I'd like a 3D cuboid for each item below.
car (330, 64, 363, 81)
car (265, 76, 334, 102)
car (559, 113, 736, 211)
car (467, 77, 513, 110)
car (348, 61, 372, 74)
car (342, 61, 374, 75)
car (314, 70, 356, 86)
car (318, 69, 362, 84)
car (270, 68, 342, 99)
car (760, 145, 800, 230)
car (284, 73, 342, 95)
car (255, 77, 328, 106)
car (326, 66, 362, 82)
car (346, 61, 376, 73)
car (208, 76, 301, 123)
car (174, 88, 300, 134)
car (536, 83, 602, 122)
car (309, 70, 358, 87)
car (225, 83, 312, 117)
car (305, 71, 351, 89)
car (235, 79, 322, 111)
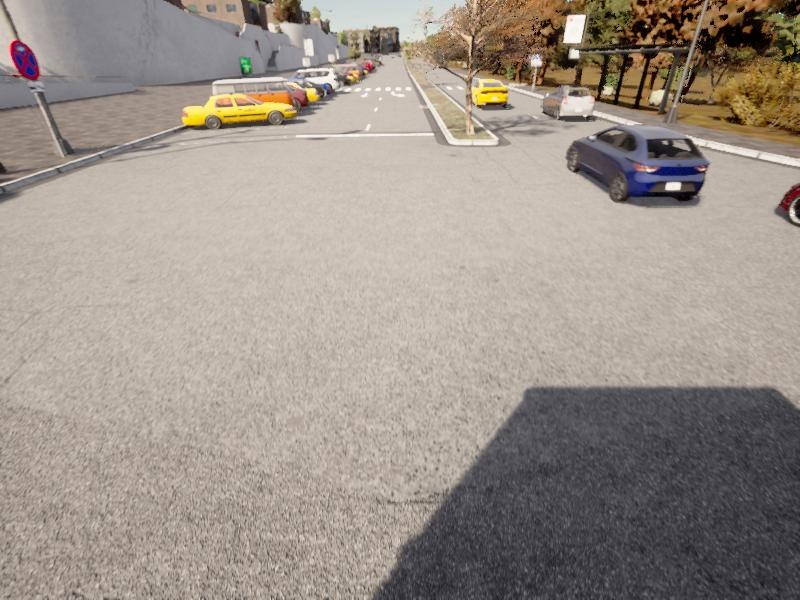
[{"bbox_3d":[-8.060,-34.467,60.533,4.442,1.987,1.878,-12,32,-16],"label":"car"},{"bbox_3d":[-8.140,-17.233,32.556,5.008,1.535,2.097,-12,33,-16],"label":"car"},{"bbox_3d":[5.812,-3.683,10.169,1.816,1.474,4.193,-1,32,0],"label":"car"},{"bbox_3d":[5.774,-13.690,26.389,1.882,1.535,5.008,-1,32,0],"label":"car"},{"bbox_3d":[-8.083,-47.000,80.848,4.442,1.987,1.878,-12,33,-16],"label":"car"},{"bbox_3d":[-8.215,-45.408,78.255,5.566,2.045,2.435,-12,34,-16],"label":"car"},{"bbox_3d":[-8.178,-28.035,50.401,4.792,1.488,2.163,-12,33,-16],"label":"car"},{"bbox_3d":[-7.981,-29.649,53.003,5.366,1.575,1.946,-12,32,-16],"label":"car"},{"bbox_3d":[-8.169,-18.992,34.955,5.566,2.045,2.435,-12,33,-16],"label":"car"},{"bbox_3d":[8.829,-1.390,6.545,1.994,1.385,4.181,0,32,0],"label":"car"},{"bbox_3d":[-8.149,-20.339,37.650,4.892,1.521,2.231,-12,33,-16],"label":"car"},{"bbox_3d":[-8.125,-15.675,30.010,4.892,1.521,2.231,-12,33,-16],"label":"car"},{"bbox_3d":[-8.134,-32.809,57.998,4.553,1.767,2.185,-12,33,-16],"label":"car"},{"bbox_3d":[-8.170,-48.583,83.341,5.566,2.045,2.435,-12,33,-16],"label":"car"},{"bbox_3d":[-8.020,-11.218,22.297,4.442,1.987,1.878,-12,33,-16],"label":"car"},{"bbox_3d":[-7.948,-9.484,19.891,5.366,1.575,1.946,-12,33,-16],"label":"car"},{"bbox_3d":[8.782,-10.516,21.145,1.845,1.501,3.633,-1,32,0],"label":"car"},{"bbox_3d":[-7.977,-26.566,47.895,5.366,1.575,1.946,-12,32,-16],"label":"car"},{"bbox_3d":[-8.151,-12.527,24.928,4.792,1.488,2.163,-12,33,-16],"label":"car"},{"bbox_3d":[-8.142,-24.947,45.311,4.674,1.452,2.002,-12,33,-16],"label":"car"},{"bbox_3d":[-8.302,-14.083,27.410,5.366,1.575,1.946,-12,33,-16],"label":"car"}]
